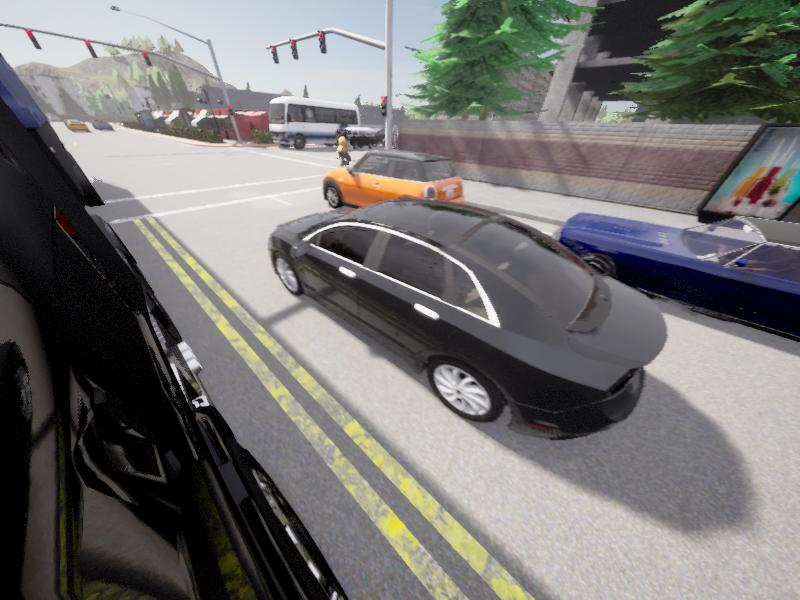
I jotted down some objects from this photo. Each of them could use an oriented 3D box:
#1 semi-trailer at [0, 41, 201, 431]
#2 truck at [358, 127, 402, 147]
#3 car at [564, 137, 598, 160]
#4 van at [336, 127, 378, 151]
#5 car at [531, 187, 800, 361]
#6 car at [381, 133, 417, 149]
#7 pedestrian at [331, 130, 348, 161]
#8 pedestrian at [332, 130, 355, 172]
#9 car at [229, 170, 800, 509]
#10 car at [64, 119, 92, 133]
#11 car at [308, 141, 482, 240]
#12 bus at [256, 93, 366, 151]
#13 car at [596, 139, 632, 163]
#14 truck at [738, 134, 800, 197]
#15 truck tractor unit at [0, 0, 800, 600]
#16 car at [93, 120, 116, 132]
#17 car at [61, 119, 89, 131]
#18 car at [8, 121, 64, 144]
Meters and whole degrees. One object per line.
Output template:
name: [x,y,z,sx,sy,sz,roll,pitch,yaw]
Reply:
semi-trailer: [-8.694,-3.596,4.247,14.254,4.402,2.717,28,43,30]
truck: [-2.683,-23.056,32.716,2.390,2.098,6.274,28,43,30]
car: [19.915,-16.699,25.387,1.905,1.878,3.866,28,43,30]
van: [-4.771,-18.366,26.322,2.069,2.038,4.480,24,42,27]
car: [4.990,-0.512,3.524,4.718,1.301,1.895,28,43,30]
car: [-0.085,-21.400,31.032,2.152,1.651,5.027,28,43,30]
pedestrian: [-4.445,-11.374,17.039,0.751,1.860,0.751,28,44,30]
pedestrian: [-3.051,-8.168,12.689,0.751,1.860,0.751,-28,46,-34]
car: [0.055,-0.477,3.027,4.892,1.490,1.837,28,43,30]
car: [-51.249,-27.656,36.706,5.008,1.535,1.882,27,43,30]
car: [-0.357,-3.544,6.888,4.553,1.767,2.097,28,44,30]
bus: [-9.033,-19.391,25.604,3.944,4.253,10.273,28,43,30]
car: [22.167,-15.512,23.915,1.905,1.878,3.866,28,43,30]
truck: [21.422,-7.064,12.043,2.615,2.467,5.204,28,43,30]
truck tractor unit: [-2.645,-0.295,0.351,6.516,4.208,3.053,28,44,30]
car: [-53.789,-31.666,42.021,4.193,1.474,1.816,28,43,30]
car: [-56.408,-30.337,40.075,4.792,1.488,2.163,28,43,30]
car: [-33.909,-15.707,21.633,4.792,1.488,2.163,28,43,30]
